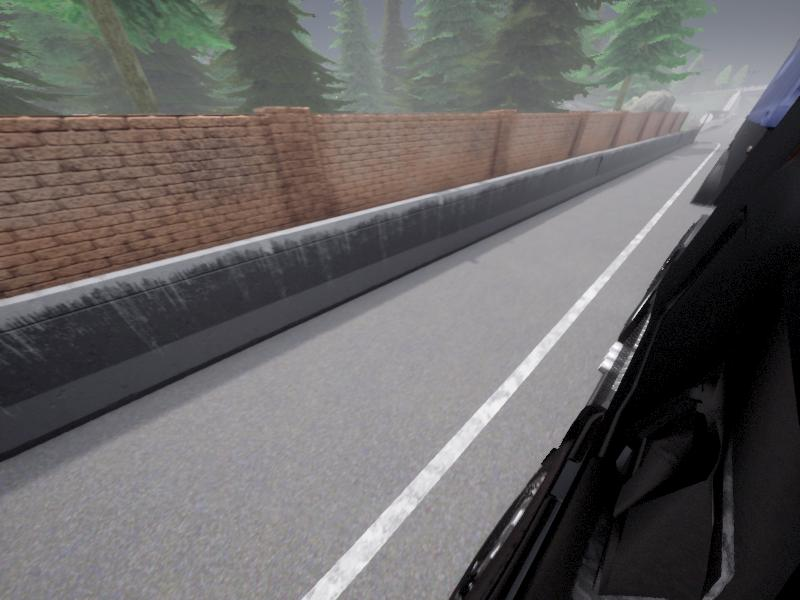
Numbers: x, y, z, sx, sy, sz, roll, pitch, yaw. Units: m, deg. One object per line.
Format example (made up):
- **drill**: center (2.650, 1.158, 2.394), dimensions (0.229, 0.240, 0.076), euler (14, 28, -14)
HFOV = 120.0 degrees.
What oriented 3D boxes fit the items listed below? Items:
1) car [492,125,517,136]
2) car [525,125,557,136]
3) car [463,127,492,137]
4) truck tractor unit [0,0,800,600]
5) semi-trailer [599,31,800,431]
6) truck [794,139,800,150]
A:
- **car**: center (20.233, -32.767, 44.752), dimensions (1.789, 1.549, 3.705), euler (-28, 44, -30)
- **car**: center (24.641, -29.662, 40.490), dimensions (1.994, 1.385, 4.181), euler (-27, 43, -30)
- **car**: center (15.168, -32.960, 45.340), dimensions (2.128, 1.511, 4.902), euler (-28, 44, -30)
- **truck tractor unit**: center (2.645, -0.295, 0.351), dimensions (6.516, 4.208, 3.053), euler (-28, 44, -30)
- **semi-trailer**: center (8.644, -3.625, 4.302), dimensions (14.254, 4.402, 2.717), euler (-29, 44, -31)
- **truck**: center (28.098, -11.079, 13.659), dimensions (8.468, 3.827, 2.891), euler (-28, 44, -30)
